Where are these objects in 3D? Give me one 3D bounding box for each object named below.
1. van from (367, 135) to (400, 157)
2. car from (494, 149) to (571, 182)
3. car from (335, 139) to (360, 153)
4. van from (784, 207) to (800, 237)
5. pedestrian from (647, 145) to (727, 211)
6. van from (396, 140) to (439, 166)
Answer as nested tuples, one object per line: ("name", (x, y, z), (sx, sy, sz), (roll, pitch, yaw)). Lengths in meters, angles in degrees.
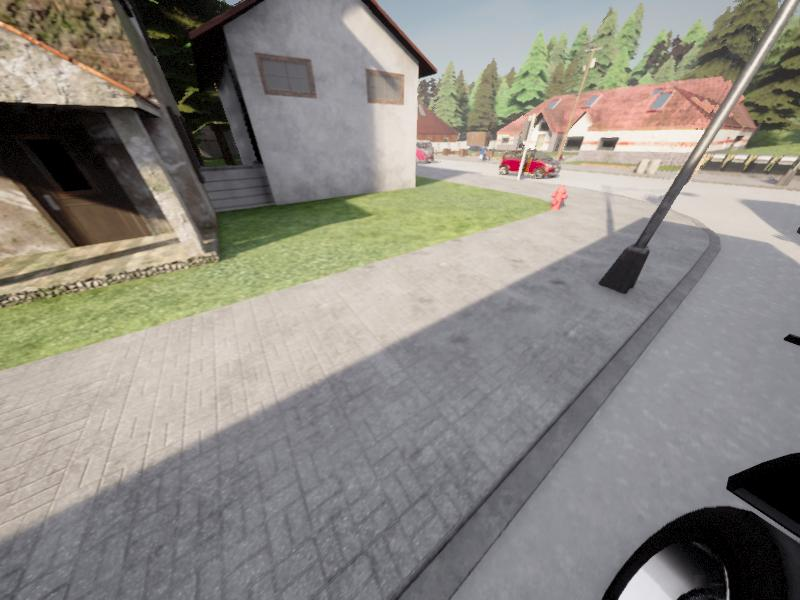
("van", (-2.462, -22.495, 33.615), (1.988, 2.561, 5.915), (-22, 41, -27))
("car", (8.466, -8.888, 15.092), (1.789, 1.549, 3.705), (-22, 40, -27))
("car", (-9.561, -28.224, 42.211), (2.150, 2.045, 5.566), (-22, 40, -27))
("van", (10.490, -1.737, 4.073), (1.988, 2.561, 5.915), (28, 45, 35))
("pedestrian", (9.556, -4.113, 7.824), (0.751, 1.860, 0.751), (14, 38, 19))
("van", (1.598, -14.811, 23.160), (1.775, 1.987, 4.442), (-22, 41, -27))
